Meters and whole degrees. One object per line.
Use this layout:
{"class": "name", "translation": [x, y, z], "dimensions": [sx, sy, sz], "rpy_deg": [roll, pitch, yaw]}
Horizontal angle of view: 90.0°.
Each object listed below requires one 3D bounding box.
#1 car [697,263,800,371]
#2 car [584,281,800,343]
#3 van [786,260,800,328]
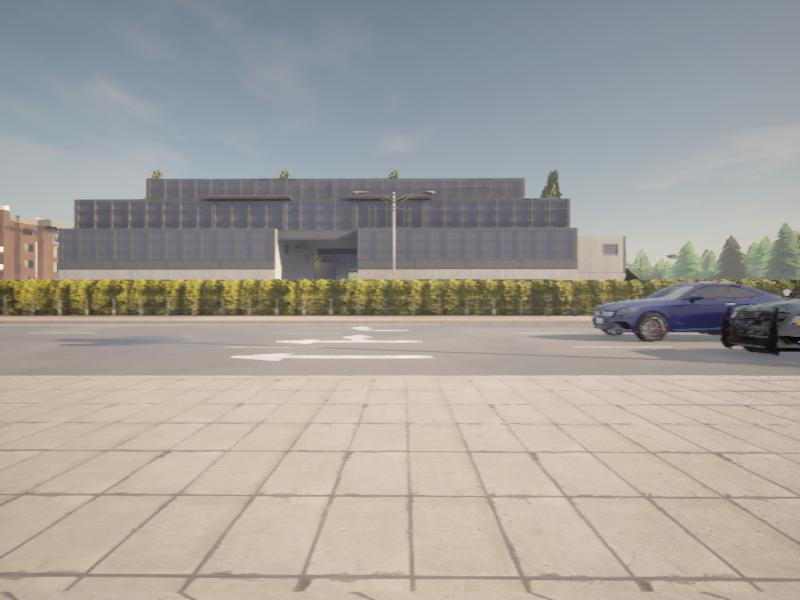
{"class": "car", "translation": [8.225, 0.223, 6.705], "dimensions": [4.974, 1.542, 2.038], "rpy_deg": [0, 0, 0]}
{"class": "car", "translation": [7.435, 0.270, 10.204], "dimensions": [4.674, 1.442, 1.812], "rpy_deg": [0, 0, 0]}
{"class": "van", "translation": [17.553, -0.221, 13.732], "dimensions": [6.366, 2.431, 2.351], "rpy_deg": [0, 0, 0]}
